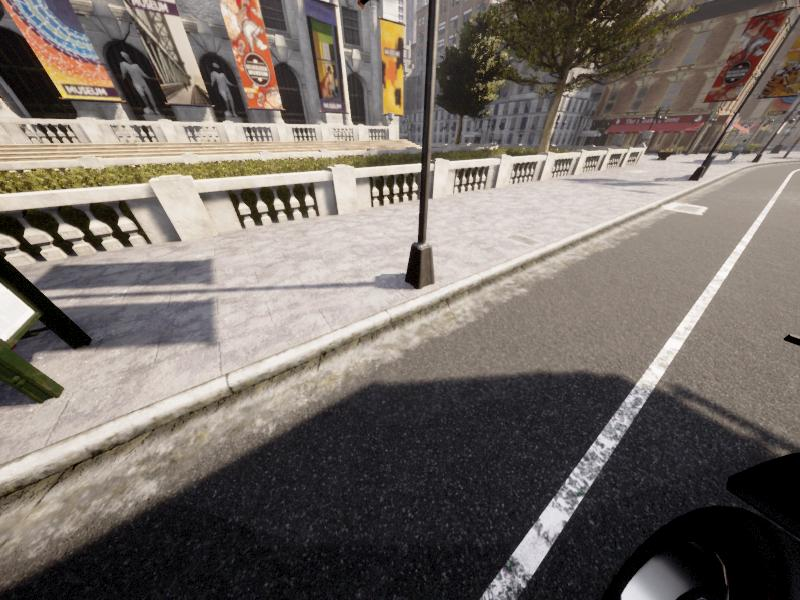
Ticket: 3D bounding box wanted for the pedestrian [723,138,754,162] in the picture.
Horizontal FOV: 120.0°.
[{"bbox_3d":[32.279,-14.280,22.039,0.751,1.860,0.751,-15,38,-20],"label":"pedestrian"}]
